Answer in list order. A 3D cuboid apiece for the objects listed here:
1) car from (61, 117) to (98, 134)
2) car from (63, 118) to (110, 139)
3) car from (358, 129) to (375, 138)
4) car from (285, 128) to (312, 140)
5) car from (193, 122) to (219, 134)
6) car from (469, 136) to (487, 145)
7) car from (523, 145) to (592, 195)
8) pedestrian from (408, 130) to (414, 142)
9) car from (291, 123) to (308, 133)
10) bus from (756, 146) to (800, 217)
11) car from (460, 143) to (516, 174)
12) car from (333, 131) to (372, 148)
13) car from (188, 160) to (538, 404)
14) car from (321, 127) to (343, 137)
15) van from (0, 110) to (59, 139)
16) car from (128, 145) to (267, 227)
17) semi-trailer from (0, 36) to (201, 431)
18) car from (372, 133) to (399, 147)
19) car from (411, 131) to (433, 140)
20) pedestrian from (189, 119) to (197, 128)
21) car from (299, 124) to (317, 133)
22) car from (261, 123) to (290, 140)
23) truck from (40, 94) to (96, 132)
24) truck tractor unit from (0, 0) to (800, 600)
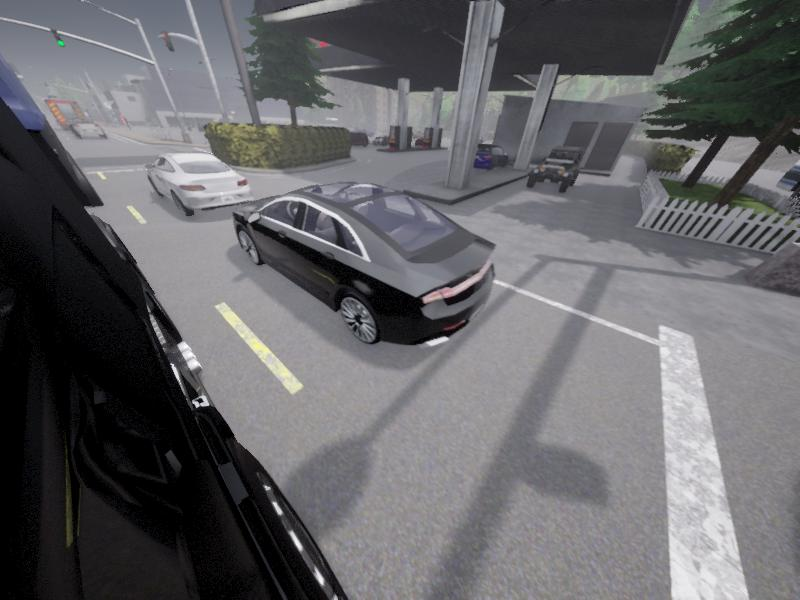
[{"bbox_3d":[-40.702,-22.092,29.309,4.974,1.542,2.038,28,44,30],"label":"car"},{"bbox_3d":[-33.761,-18.487,24.856,5.027,1.651,2.152,28,43,29],"label":"car"},{"bbox_3d":[-7.898,-39.657,54.903,3.633,1.501,1.845,28,43,29],"label":"car"},{"bbox_3d":[-16.243,-26.583,36.976,3.806,1.475,1.970,28,43,29],"label":"car"},{"bbox_3d":[-34.918,-31.049,41.656,4.514,1.523,2.007,28,43,29],"label":"car"},{"bbox_3d":[16.464,-33.771,48.902,1.816,1.474,4.193,28,44,30],"label":"car"},{"bbox_3d":[8.574,-7.151,12.503,1.905,1.878,3.866,28,43,29],"label":"car"},{"bbox_3d":[2.183,-31.604,44.485,0.751,1.860,0.751,28,43,29],"label":"pedestrian"},{"bbox_3d":[-25.999,-44.328,59.594,3.866,1.878,1.905,28,43,29],"label":"car"},{"bbox_3d":[18.822,-4.682,7.864,3.944,4.253,10.273,28,44,30],"label":"bus"},{"bbox_3d":[6.976,-11.231,18.133,2.242,1.667,4.611,28,43,29],"label":"car"},{"bbox_3d":[-6.271,-21.526,30.972,2.033,1.649,4.856,28,44,30],"label":"car"},{"bbox_3d":[-0.966,-1.041,3.715,4.902,1.511,2.128,28,44,30],"label":"car"},{"bbox_3d":[-14.300,-35.274,48.606,4.514,1.523,2.007,28,43,29],"label":"car"},{"bbox_3d":[-35.509,-16.781,22.116,4.480,2.038,2.069,25,42,26],"label":"van"},{"bbox_3d":[-6.465,-3.858,7.337,4.674,1.442,1.812,29,43,29],"label":"car"},{"bbox_3d":[-8.697,-3.604,4.231,14.254,4.402,2.717,28,43,30],"label":"semi-trailer"},{"bbox_3d":[-2.215,-24.246,34.989,1.970,1.475,3.806,28,44,30],"label":"car"},{"bbox_3d":[5.559,-41.771,58.599,5.027,1.636,2.152,28,43,29],"label":"car"},{"bbox_3d":[-53.969,-45.969,60.097,0.751,1.860,0.751,29,44,30],"label":"pedestrian"},{"bbox_3d":[-24.465,-45.763,61.643,4.605,1.855,1.932,28,43,29],"label":"car"},{"bbox_3d":[-18.822,-25.589,35.009,3.866,1.878,1.905,28,43,29],"label":"car"},{"bbox_3d":[-47.920,-26.861,33.312,8.468,3.827,2.891,28,44,30],"label":"truck"},{"bbox_3d":[-2.645,-0.295,0.352,6.516,4.208,3.053,28,44,30],"label":"truck tractor unit"}]
